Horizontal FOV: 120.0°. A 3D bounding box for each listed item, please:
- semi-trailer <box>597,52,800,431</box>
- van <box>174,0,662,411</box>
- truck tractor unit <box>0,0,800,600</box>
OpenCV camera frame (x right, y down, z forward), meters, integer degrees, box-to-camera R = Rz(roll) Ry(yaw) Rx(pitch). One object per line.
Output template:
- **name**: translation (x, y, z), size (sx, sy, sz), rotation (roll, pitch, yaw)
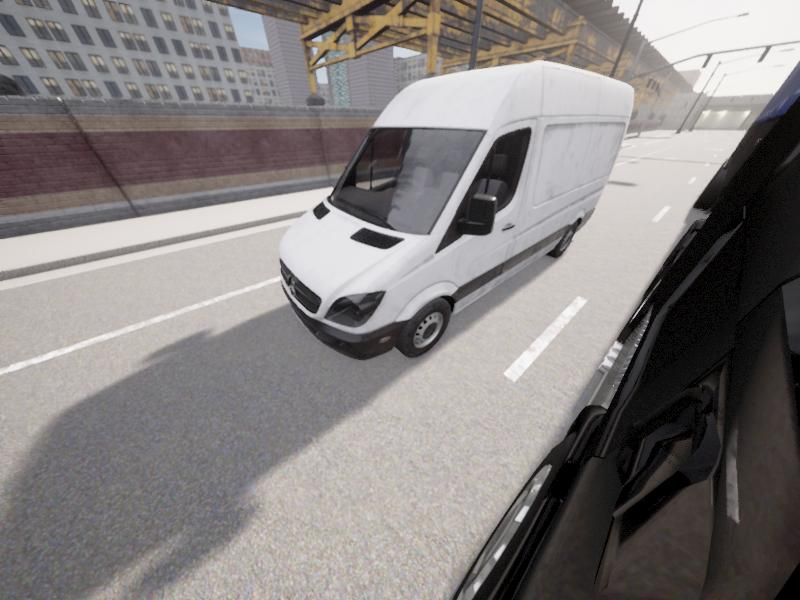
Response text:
- **semi-trailer**: translation (8.754, -3.481, 4.299), size (14.254, 4.402, 2.717), rotation (-27, 45, -31)
- **van**: translation (1.168, -1.620, 3.459), size (5.915, 2.561, 1.988), rotation (-27, 45, -31)
- **truck tractor unit**: translation (2.645, -0.295, 0.351), size (6.516, 4.208, 3.053), rotation (-28, 43, -30)
